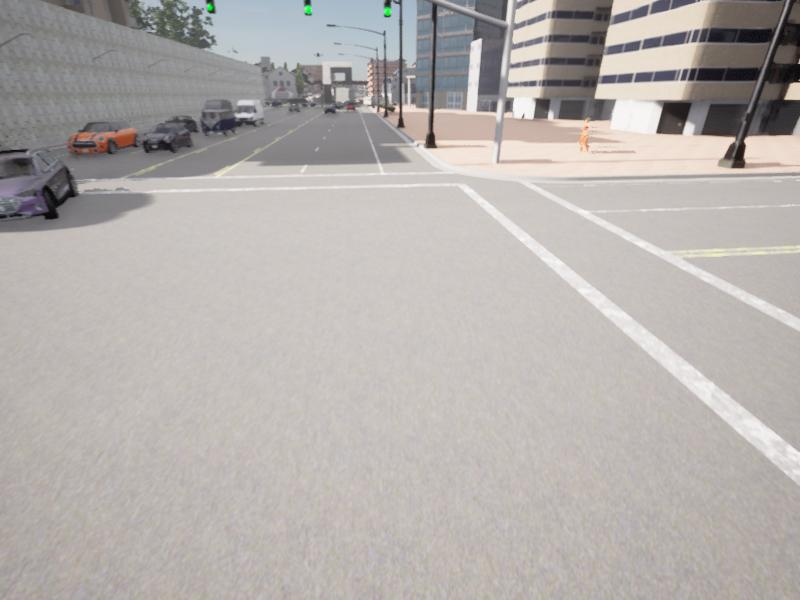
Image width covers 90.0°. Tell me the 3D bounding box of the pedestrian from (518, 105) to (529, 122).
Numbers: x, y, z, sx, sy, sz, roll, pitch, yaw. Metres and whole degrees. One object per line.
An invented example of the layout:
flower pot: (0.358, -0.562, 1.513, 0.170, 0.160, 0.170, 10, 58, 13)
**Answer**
pedestrian: (15.058, -22.699, 48.756, 0.751, 1.860, 0.751, -6, 28, -12)

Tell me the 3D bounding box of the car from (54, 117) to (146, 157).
car: (-17.345, -9.654, 23.490, 2.097, 1.767, 4.553, -3, 27, -5)

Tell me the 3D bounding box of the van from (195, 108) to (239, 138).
van: (-14.917, -14.580, 32.854, 1.775, 1.987, 4.442, -3, 27, -5)

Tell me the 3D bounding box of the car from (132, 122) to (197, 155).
car: (-13.855, -9.654, 23.771, 1.845, 1.501, 3.633, -3, 27, -5)

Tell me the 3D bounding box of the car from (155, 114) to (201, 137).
car: (-18.510, -14.689, 33.631, 1.816, 1.474, 4.193, -3, 27, -5)

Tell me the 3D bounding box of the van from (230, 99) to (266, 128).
van: (-16.078, -19.944, 42.685, 1.988, 2.561, 5.915, -3, 27, -5)

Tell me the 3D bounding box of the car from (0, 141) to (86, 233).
car: (-10.972, -3.407, 11.504, 2.033, 1.649, 4.856, -14, 30, -23)

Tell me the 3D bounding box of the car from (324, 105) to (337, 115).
car: (-12.127, -33.101, 69.611, 1.895, 1.301, 4.718, -3, 27, -5)

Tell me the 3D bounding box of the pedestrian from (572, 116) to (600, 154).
pedestrian: (9.979, -8.879, 21.542, 0.751, 1.860, 0.751, -6, 28, -11)

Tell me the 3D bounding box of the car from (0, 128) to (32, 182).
car: (-16.565, -5.078, 14.501, 1.932, 1.855, 4.605, 0, 27, 0)

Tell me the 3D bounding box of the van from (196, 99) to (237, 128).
van: (-19.660, -20.221, 43.235, 1.988, 2.561, 5.915, -3, 27, -5)
